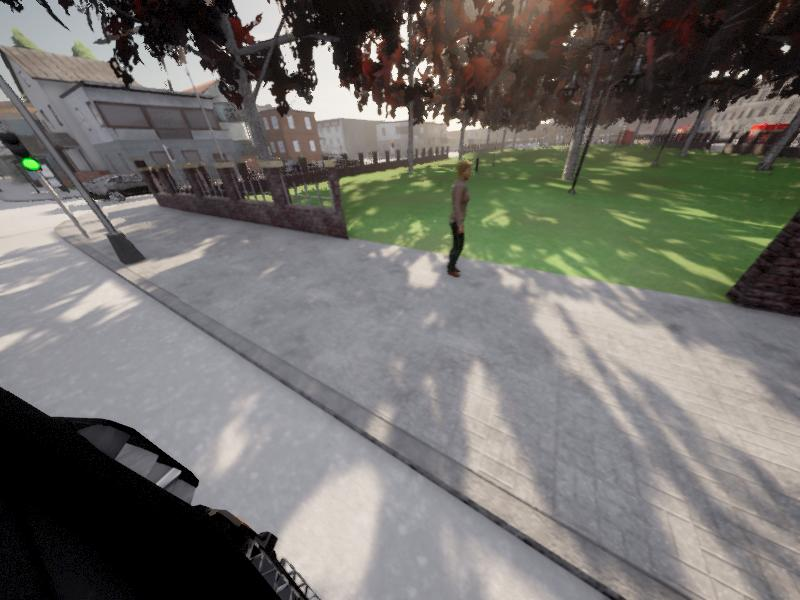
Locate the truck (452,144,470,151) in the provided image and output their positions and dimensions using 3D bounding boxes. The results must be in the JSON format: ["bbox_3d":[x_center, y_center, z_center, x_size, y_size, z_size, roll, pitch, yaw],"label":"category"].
[{"bbox_3d":[24.853,-62.243,94.035,6.274,2.098,2.390,16,38,27],"label":"truck"}]

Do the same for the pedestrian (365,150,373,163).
[{"bbox_3d":[-5.365,-24.988,40.209,0.751,1.860,0.751,22,41,32],"label":"pedestrian"}]

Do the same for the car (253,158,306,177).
[{"bbox_3d":[-13.867,-15.447,26.900,2.128,1.511,4.902,16,38,26],"label":"car"}]

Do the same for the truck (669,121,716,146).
[{"bbox_3d":[59.954,-34.315,47.723,2.891,3.827,8.468,16,38,26],"label":"truck"}]

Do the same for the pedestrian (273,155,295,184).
[{"bbox_3d":[-9.085,-10.197,18.085,0.751,1.860,0.751,16,38,26],"label":"pedestrian"}]

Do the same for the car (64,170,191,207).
[{"bbox_3d":[-17.564,-7.540,15.303,2.128,1.511,4.902,13,36,23],"label":"car"}]

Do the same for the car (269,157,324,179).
[{"bbox_3d":[-10.730,-14.004,24.379,2.033,1.649,4.856,15,38,25],"label":"car"}]

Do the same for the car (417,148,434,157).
[{"bbox_3d":[6.030,-34.650,54.198,1.837,1.490,4.892,16,39,27],"label":"car"}]

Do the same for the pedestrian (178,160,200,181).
[{"bbox_3d":[-21.426,-13.148,23.479,0.751,1.860,0.751,15,38,25],"label":"pedestrian"}]

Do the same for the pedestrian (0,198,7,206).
[{"bbox_3d":[-27.178,-6.861,15.195,0.751,1.300,0.751,17,39,27],"label":"pedestrian"}]

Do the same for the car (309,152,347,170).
[{"bbox_3d":[-9.801,-19.204,31.894,1.932,1.855,4.605,18,39,29],"label":"car"}]

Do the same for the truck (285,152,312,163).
[{"bbox_3d":[-24.592,-34.660,56.094,6.274,2.098,2.390,17,38,27],"label":"truck"}]

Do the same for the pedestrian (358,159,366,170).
[{"bbox_3d":[-4.284,-15.240,25.972,0.500,1.100,0.500,-26,40,-30],"label":"pedestrian"}]

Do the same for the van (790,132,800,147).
[{"bbox_3d":[49.421,-19.150,27.030,1.775,1.987,4.442,16,38,27],"label":"van"}]

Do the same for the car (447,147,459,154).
[{"bbox_3d":[15.455,-43.545,67.269,1.812,1.442,4.674,16,38,27],"label":"car"}]

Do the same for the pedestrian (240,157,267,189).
[{"bbox_3d":[-10.388,-9.025,16.428,0.751,1.860,0.751,19,39,29],"label":"pedestrian"}]

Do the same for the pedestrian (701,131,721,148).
[{"bbox_3d":[42.762,-22.044,31.791,0.751,1.860,0.751,10,36,19],"label":"pedestrian"}]

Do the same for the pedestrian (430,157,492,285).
[{"bbox_3d":[0.933,-1.259,3.859,0.751,1.860,0.751,4,34,11],"label":"pedestrian"}]

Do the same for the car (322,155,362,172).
[{"bbox_3d":[-7.165,-17.330,29.202,2.128,1.511,4.902,15,37,25],"label":"car"}]

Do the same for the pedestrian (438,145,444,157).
[{"bbox_3d":[7.868,-28.499,44.250,0.751,1.860,0.751,16,38,27],"label":"pedestrian"}]

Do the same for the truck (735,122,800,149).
[{"bbox_3d":[46.219,-20.590,28.979,2.627,2.467,5.204,17,40,27],"label":"truck"}]
